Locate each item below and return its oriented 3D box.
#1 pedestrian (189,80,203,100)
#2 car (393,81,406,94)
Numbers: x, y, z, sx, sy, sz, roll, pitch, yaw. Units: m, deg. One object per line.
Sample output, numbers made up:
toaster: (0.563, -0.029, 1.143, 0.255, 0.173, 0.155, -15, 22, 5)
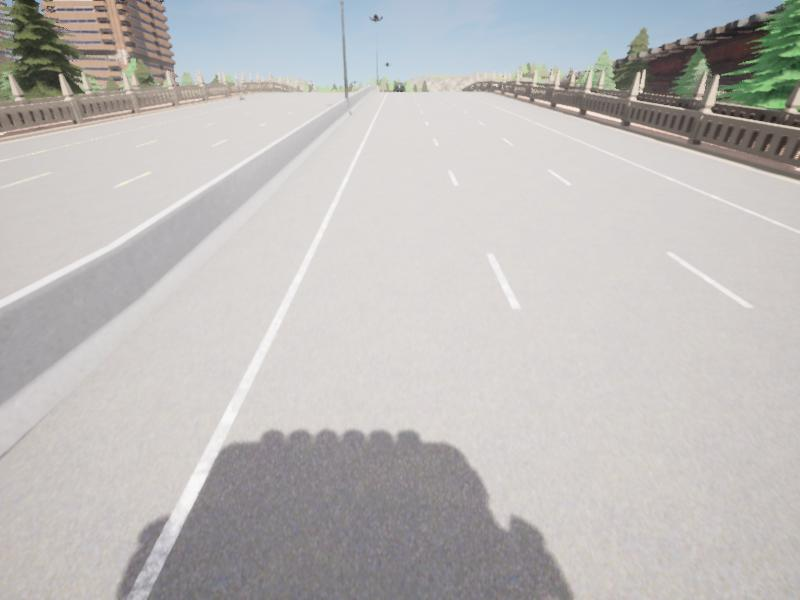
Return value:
pedestrian: (-21.794, -22.447, 42.757, 0.751, 1.860, 0.751, 0, 23, 0)
car: (-0.069, -37.372, 70.482, 2.097, 1.767, 4.553, 0, 25, 0)
